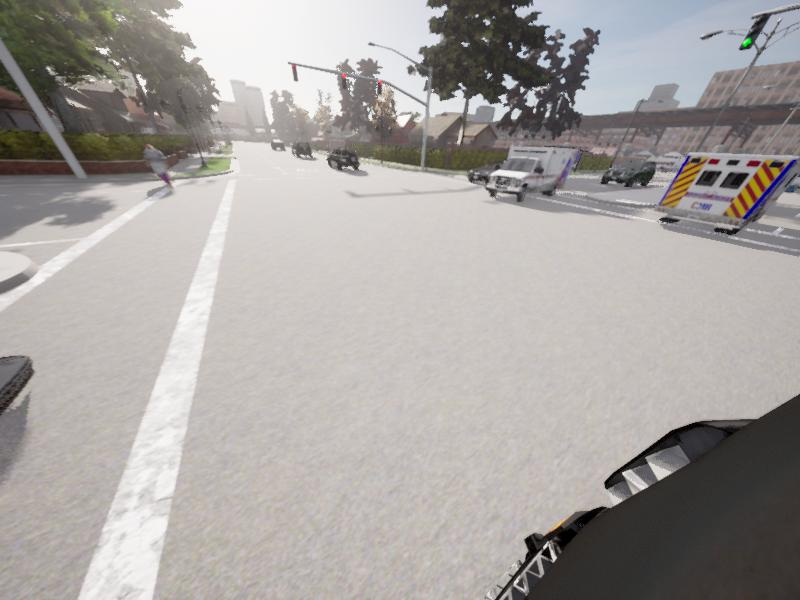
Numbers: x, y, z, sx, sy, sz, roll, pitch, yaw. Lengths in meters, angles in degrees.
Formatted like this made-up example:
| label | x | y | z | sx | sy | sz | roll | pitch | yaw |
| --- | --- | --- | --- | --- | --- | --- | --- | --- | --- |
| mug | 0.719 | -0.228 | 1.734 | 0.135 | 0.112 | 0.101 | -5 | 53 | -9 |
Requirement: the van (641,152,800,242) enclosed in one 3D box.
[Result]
| label | x | y | z | sx | sy | sz | roll | pitch | yaw |
| --- | --- | --- | --- | --- | --- | --- | --- | --- | --- |
| van | 13.162 | -4.304 | 9.236 | 6.366 | 2.431 | 2.351 | -16 | 38 | -26 |

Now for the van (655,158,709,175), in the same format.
| label | x | y | z | sx | sy | sz | roll | pitch | yaw |
| --- | --- | --- | --- | --- | --- | --- | --- | --- | --- |
| van | 58.127 | -27.682 | 47.789 | 2.351 | 2.431 | 6.366 | -16 | 38 | -26 |

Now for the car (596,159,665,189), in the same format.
| label | x | y | z | sx | sy | sz | roll | pitch | yaw |
| --- | --- | --- | --- | --- | --- | --- | --- | --- | --- |
| car | 20.845 | -11.452 | 20.893 | 5.566 | 2.045 | 2.150 | -15 | 38 | -26 |

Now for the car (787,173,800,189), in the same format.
| label | x | y | z | sx | sy | sz | roll | pitch | yaw |
| --- | --- | --- | --- | --- | --- | --- | --- | --- | --- |
| car | 49.262 | -14.212 | 27.651 | 5.027 | 1.651 | 2.152 | -16 | 38 | -26 |

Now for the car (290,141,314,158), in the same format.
| label | x | y | z | sx | sy | sz | roll | pitch | yaw |
| --- | --- | --- | --- | --- | --- | --- | --- | --- | --- |
| car | -15.385 | -23.508 | 36.078 | 2.150 | 2.045 | 5.566 | -16 | 38 | -26 |

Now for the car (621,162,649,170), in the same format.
| label | x | y | z | sx | sy | sz | roll | pitch | yaw |
| --- | --- | --- | --- | --- | --- | --- | --- | --- | --- |
| car | 56.746 | -32.540 | 55.896 | 1.994 | 1.385 | 4.181 | -16 | 38 | -26 |

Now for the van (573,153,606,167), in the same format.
| label | x | y | z | sx | sy | sz | roll | pitch | yaw |
| --- | --- | --- | --- | --- | --- | --- | --- | --- | --- |
| van | 49.295 | -36.678 | 60.424 | 1.988 | 2.561 | 5.915 | -16 | 38 | -26 |

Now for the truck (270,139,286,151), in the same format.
| label | x | y | z | sx | sy | sz | roll | pitch | yaw |
| --- | --- | --- | --- | --- | --- | --- | --- | --- | --- |
| truck | -29.624 | -37.563 | 55.938 | 2.390 | 2.098 | 6.274 | -16 | 38 | -26 |

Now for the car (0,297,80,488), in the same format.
| label | x | y | z | sx | sy | sz | roll | pitch | yaw |
| --- | --- | --- | --- | --- | --- | --- | --- | --- | --- |
| car | -5.283 | 1.348 | 0.246 | 5.357 | 1.411 | 2.033 | -16 | 38 | -26 |

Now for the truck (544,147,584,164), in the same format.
| label | x | y | z | sx | sy | sz | roll | pitch | yaw |
| --- | --- | --- | --- | --- | --- | --- | --- | --- | --- |
| truck | 47.990 | -42.506 | 67.842 | 2.891 | 3.827 | 8.468 | -16 | 38 | -26 |

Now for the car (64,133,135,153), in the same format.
| label | x | y | z | sx | sy | sz | roll | pitch | yaw |
| --- | --- | --- | --- | --- | --- | --- | --- | --- | --- |
| car | -30.553 | -16.105 | 23.692 | 3.806 | 1.475 | 1.970 | -16 | 38 | -26 |

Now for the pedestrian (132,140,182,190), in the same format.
| label | x | y | z | sx | sy | sz | roll | pitch | yaw |
| --- | --- | --- | --- | --- | --- | --- | --- | --- | --- |
| pedestrian | -10.930 | -6.101 | 10.489 | 0.751 | 1.860 | 0.751 | -13 | 37 | -22 |

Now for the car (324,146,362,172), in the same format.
| label | x | y | z | sx | sy | sz | roll | pitch | yaw |
| --- | --- | --- | --- | --- | --- | --- | --- | --- | --- |
| car | -5.556 | -13.679 | 22.290 | 1.932 | 1.855 | 4.605 | -16 | 39 | -26 |

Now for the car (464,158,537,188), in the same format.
| label | x | y | z | sx | sy | sz | roll | pitch | yaw |
| --- | --- | --- | --- | --- | --- | --- | --- | --- | --- |
| car | 7.695 | -9.794 | 17.751 | 5.027 | 1.651 | 2.152 | -16 | 38 | -26 |

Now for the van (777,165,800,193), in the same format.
| label | x | y | z | sx | sy | sz | roll | pitch | yaw |
| --- | --- | --- | --- | --- | --- | --- | --- | --- | --- |
| van | 42.516 | -12.670 | 23.983 | 5.915 | 2.561 | 1.988 | -16 | 38 | -26 |

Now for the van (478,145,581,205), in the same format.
| label | x | y | z | sx | sy | sz | roll | pitch | yaw |
| --- | --- | --- | --- | --- | --- | --- | --- | --- | --- |
| van | 7.528 | -7.294 | 13.267 | 6.366 | 2.431 | 2.351 | -25 | 42 | -35 |
